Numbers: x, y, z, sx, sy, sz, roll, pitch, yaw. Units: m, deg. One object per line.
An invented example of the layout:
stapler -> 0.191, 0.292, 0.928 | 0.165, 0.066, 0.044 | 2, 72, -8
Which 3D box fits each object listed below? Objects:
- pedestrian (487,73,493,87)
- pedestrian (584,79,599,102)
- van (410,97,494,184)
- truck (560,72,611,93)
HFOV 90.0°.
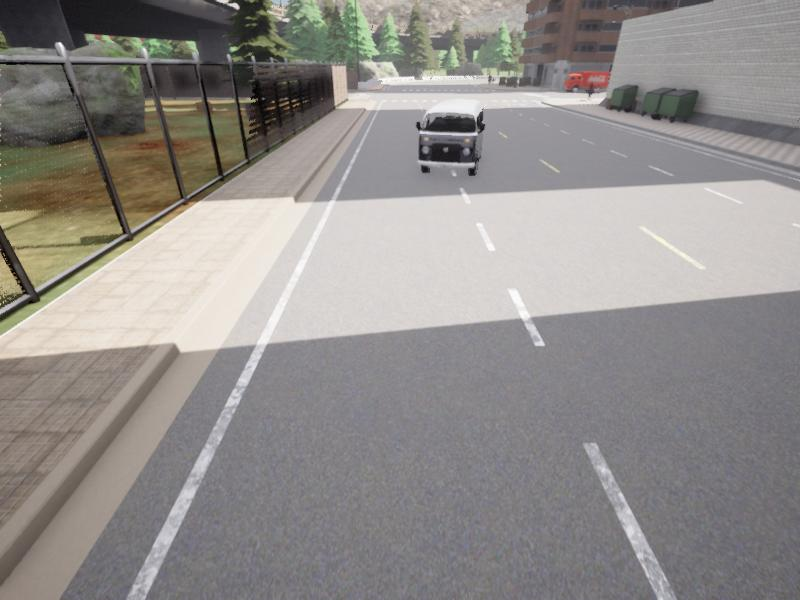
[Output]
pedestrian -> 14.517, -35.534, 64.599 | 0.751, 1.860, 0.751 | 2, 30, 3
pedestrian -> 17.964, -19.686, 37.607 | 0.751, 1.860, 0.751 | 20, 36, 30
van -> 1.857, -5.509, 13.409 | 2.069, 2.038, 4.480 | 7, 31, 12
truck -> 24.614, -28.991, 53.269 | 5.204, 2.467, 2.627 | 0, 30, 0
